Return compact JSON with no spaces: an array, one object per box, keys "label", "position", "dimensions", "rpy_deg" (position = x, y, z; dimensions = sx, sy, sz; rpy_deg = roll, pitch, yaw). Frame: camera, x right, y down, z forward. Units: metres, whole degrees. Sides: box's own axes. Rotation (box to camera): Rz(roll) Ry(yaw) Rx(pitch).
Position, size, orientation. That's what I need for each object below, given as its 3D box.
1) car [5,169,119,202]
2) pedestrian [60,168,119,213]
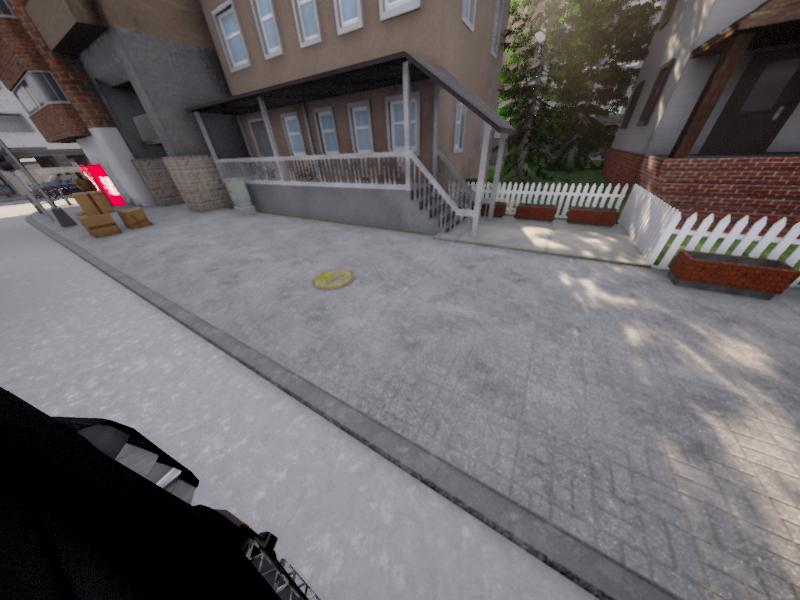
[{"label":"car","position":[-26.515,-9.251,18.421],"dimensions":[2.097,1.767,4.553],"rpy_deg":[14,37,24]},{"label":"pedestrian","position":[-15.029,-5.299,11.232],"dimensions":[0.751,1.860,0.751],"rpy_deg":[11,36,20]}]
